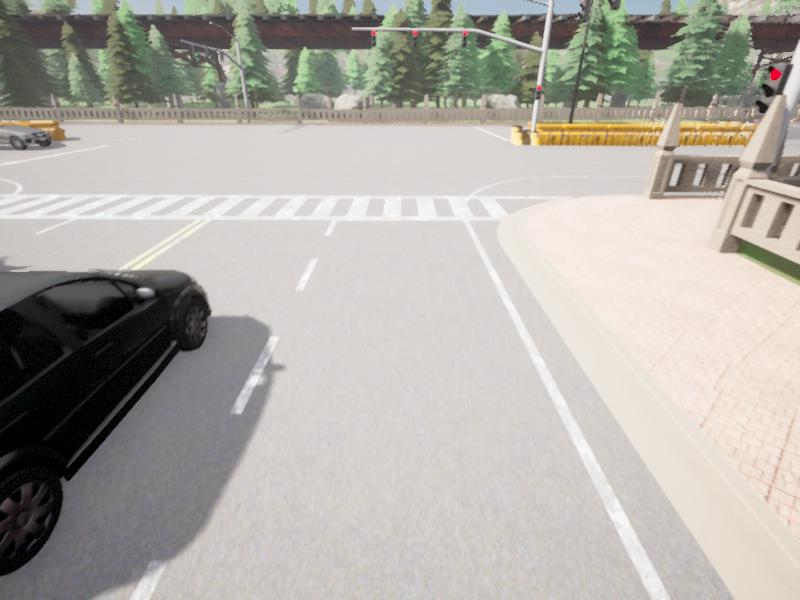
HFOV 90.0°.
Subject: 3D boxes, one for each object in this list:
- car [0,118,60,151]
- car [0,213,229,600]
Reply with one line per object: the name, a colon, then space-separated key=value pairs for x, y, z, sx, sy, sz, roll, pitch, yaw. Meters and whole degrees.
car: x=-23.995 y=-9.955 z=23.962 sx=5.027 sy=1.651 sz=2.152 roll=0 pitch=27 yaw=0
car: x=-3.489 y=0.487 z=3.871 sx=1.851 sy=1.617 sz=3.988 roll=0 pitch=27 yaw=0
